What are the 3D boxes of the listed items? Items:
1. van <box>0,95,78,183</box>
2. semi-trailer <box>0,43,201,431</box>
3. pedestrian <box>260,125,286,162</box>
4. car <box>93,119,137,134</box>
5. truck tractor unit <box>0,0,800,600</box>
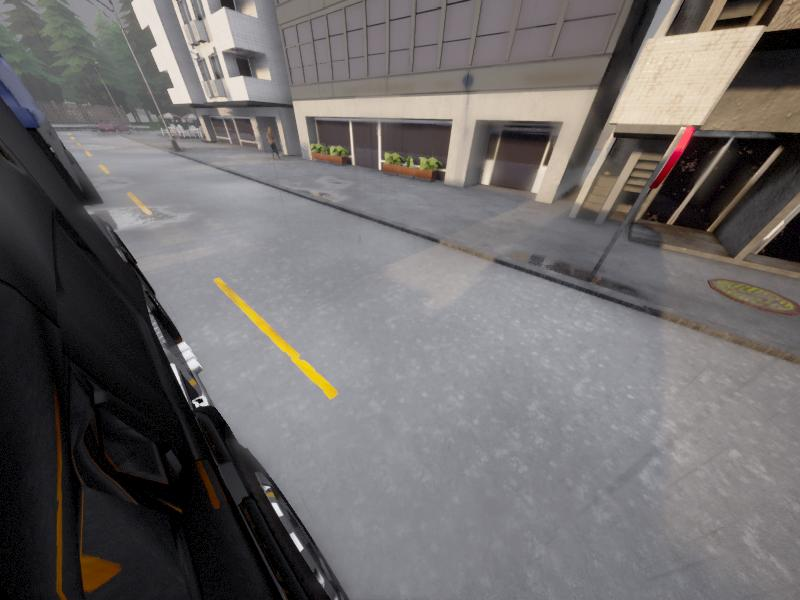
[{"bbox_3d":[-16.357,-6.918,9.757,5.915,2.561,1.988,28,43,30],"label":"van"},{"bbox_3d":[-8.693,-3.609,4.233,14.254,4.402,2.717,28,44,30],"label":"semi-trailer"},{"bbox_3d":[-7.988,-9.887,14.592,0.751,1.860,0.751,29,44,30],"label":"pedestrian"},{"bbox_3d":[-39.491,-24.110,32.134,1.845,1.501,3.633,-4,37,-8],"label":"car"},{"bbox_3d":[-2.645,-0.295,0.351,6.516,4.208,3.053,28,44,30],"label":"truck tractor unit"}]
